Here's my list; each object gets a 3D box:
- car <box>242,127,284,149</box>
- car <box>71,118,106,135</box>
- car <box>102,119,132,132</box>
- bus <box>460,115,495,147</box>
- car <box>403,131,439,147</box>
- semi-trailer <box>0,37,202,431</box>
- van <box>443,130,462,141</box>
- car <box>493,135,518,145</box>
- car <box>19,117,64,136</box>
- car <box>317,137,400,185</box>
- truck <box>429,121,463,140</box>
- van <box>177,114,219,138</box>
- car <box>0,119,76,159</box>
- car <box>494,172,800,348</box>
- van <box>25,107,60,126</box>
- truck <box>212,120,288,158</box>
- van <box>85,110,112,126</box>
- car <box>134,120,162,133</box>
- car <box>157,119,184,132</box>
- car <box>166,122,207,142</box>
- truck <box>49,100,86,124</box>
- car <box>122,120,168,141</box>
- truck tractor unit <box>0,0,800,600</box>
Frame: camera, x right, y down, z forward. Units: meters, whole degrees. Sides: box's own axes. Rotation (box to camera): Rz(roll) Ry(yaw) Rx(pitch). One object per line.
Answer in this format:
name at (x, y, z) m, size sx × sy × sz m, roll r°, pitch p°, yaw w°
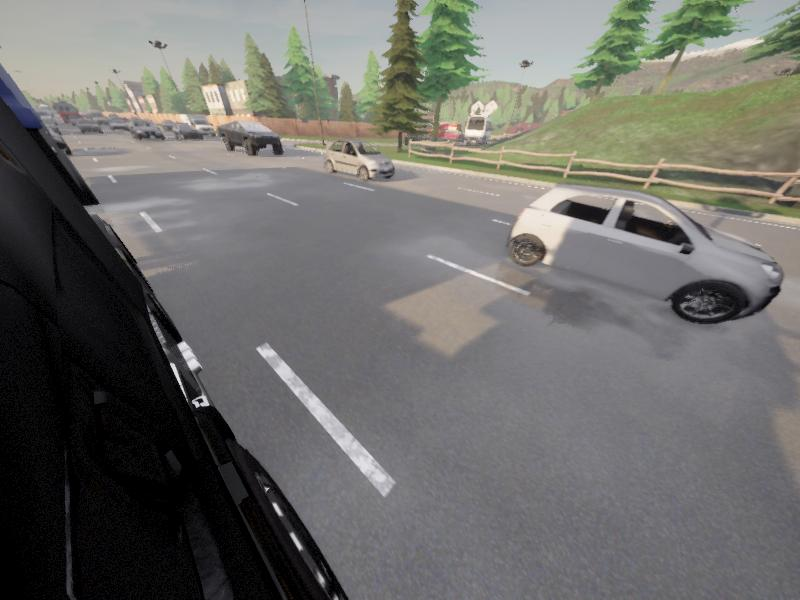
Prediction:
car at (-13.733, -16.307, 23.215) m, size 3.988 × 1.617 × 1.851 m, roll 28°, pitch 44°, yaw 30°
car at (-39.026, -21.738, 28.920) m, size 4.892 × 1.490 × 1.837 m, roll 29°, pitch 44°, yaw 30°
car at (-43.978, -27.145, 35.909) m, size 5.357 × 1.411 × 2.033 m, roll 29°, pitch 44°, yaw 30°
bus at (14.727, -31.574, 43.259) m, size 3.944 × 4.253 × 10.273 m, roll 16°, pitch 39°, yaw 18°
car at (2.963, -23.344, 33.546) m, size 4.553 × 1.767 × 2.097 m, roll -11°, pitch 39°, yaw -18°
semi-trailer at (-8.740, -3.579, 4.183) m, size 14.254 × 4.402 × 2.717 m, roll 28°, pitch 43°, yaw 29°
van at (13.604, -42.718, 59.968) m, size 4.442 × 1.987 × 1.775 m, roll 29°, pitch 44°, yaw 30°
car at (25.502, -38.796, 55.878) m, size 4.611 × 1.667 × 2.242 m, roll 29°, pitch 44°, yaw 30°
car at (-39.761, -19.373, 25.723) m, size 4.792 × 1.488 × 2.163 m, roll 29°, pitch 44°, yaw 30°
car at (-2.155, -7.253, 11.870) m, size 3.988 × 1.617 × 1.851 m, roll 28°, pitch 44°, yaw 30°
truck at (12.453, -46.874, 63.906) m, size 8.468 × 3.827 × 2.891 m, roll 29°, pitch 44°, yaw 30°
van at (-28.793, -24.831, 32.940) m, size 6.366 × 2.431 × 2.351 m, roll 28°, pitch 44°, yaw 30°
car at (-22.225, -9.898, 14.086) m, size 5.027 × 1.651 × 2.152 m, roll 28°, pitch 44°, yaw 30°
car at (4.012, -1.112, 4.129) m, size 3.633 × 1.501 × 1.845 m, roll 28°, pitch 44°, yaw 30°
van at (-63.256, -32.532, 40.991) m, size 6.366 × 2.431 × 2.351 m, roll 29°, pitch 44°, yaw 30°
truck at (-11.827, -12.713, 18.128) m, size 6.274 × 2.098 × 2.390 m, roll 28°, pitch 44°, yaw 30°
van at (-62.083, -37.474, 47.541) m, size 5.915 × 2.561 × 1.988 m, roll 29°, pitch 44°, yaw 30°
car at (-41.324, -28.461, 37.840) m, size 5.357 × 1.411 × 2.033 m, roll 29°, pitch 44°, yaw 30°
car at (-40.979, -31.134, 41.227) m, size 5.238 × 1.638 × 1.930 m, roll 28°, pitch 44°, yaw 30°
car at (-24.826, -19.595, 26.858) m, size 5.238 × 1.638 × 1.930 m, roll 29°, pitch 44°, yaw 30°
truck at (-72.759, -41.032, 50.556) m, size 8.468 × 3.827 × 2.891 m, roll 29°, pitch 44°, yaw 30°
car at (-27.546, -18.326, 24.961) m, size 4.611 × 1.667 × 2.242 m, roll 28°, pitch 44°, yaw 30°
truck tractor unit at (-2.645, -0.295, 0.351) m, size 6.516 × 4.208 × 3.053 m, roll 28°, pitch 44°, yaw 30°
